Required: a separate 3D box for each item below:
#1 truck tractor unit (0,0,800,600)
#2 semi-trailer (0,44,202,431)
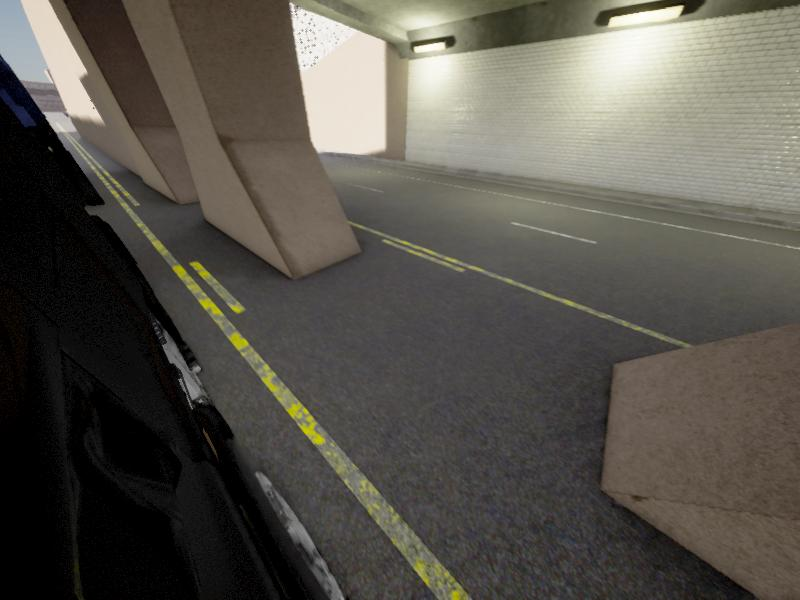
[{"bbox_3d":[-2.645,-0.295,0.351,6.516,4.208,3.053,28,44,30],"label":"truck tractor unit"},{"bbox_3d":[-8.699,-3.597,4.238,14.254,4.402,2.717,28,44,30],"label":"semi-trailer"}]
